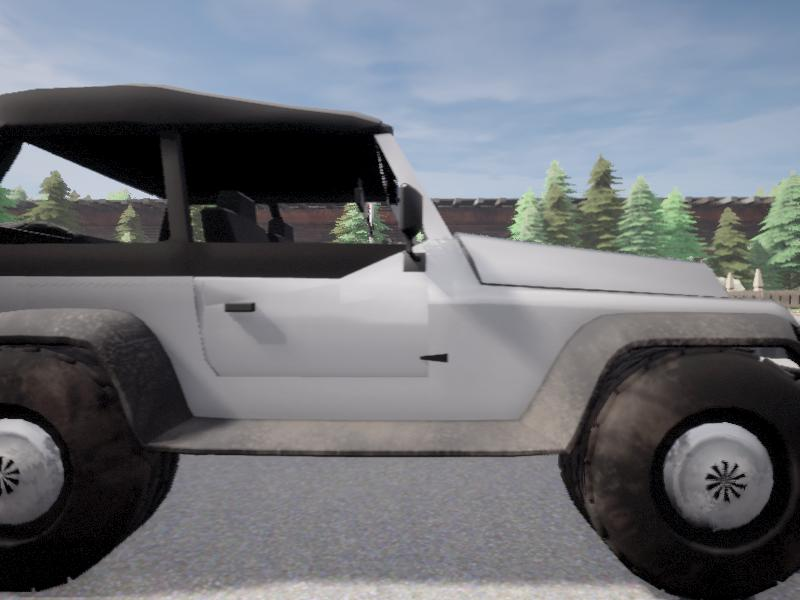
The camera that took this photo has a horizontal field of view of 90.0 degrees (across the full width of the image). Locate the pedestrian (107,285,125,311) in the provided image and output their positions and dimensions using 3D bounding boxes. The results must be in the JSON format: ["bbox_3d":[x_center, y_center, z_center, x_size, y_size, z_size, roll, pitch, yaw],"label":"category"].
[{"bbox_3d":[-20.738,-0.133,29.193,0.751,1.860,0.751,0,0,2],"label":"pedestrian"}]

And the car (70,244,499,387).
[{"bbox_3d":[-1.351,0.179,5.744,5.027,1.651,2.152,0,0,1],"label":"car"}]

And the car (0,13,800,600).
[{"bbox_3d":[-0.256,0.046,2.224,3.866,1.878,1.905,0,0,1],"label":"car"}]

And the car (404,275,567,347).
[{"bbox_3d":[2.113,0.228,10.235,3.633,1.501,1.845,0,0,38],"label":"car"}]
